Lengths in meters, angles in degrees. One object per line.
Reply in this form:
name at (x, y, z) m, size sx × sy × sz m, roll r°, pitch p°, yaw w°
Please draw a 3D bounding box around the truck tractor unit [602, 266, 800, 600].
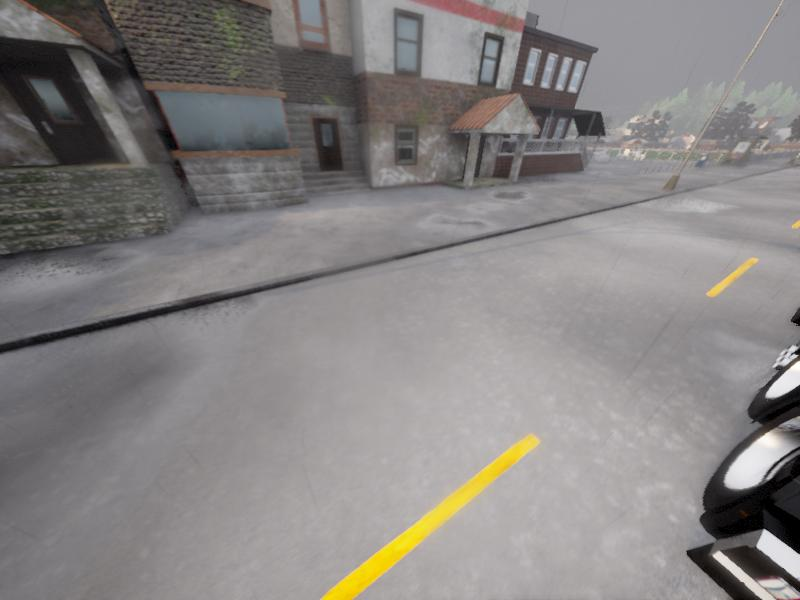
truck tractor unit at (5.113, -0.298, 0.783) m, size 6.516 × 4.208 × 3.053 m, roll -18°, pitch 39°, yaw -24°
